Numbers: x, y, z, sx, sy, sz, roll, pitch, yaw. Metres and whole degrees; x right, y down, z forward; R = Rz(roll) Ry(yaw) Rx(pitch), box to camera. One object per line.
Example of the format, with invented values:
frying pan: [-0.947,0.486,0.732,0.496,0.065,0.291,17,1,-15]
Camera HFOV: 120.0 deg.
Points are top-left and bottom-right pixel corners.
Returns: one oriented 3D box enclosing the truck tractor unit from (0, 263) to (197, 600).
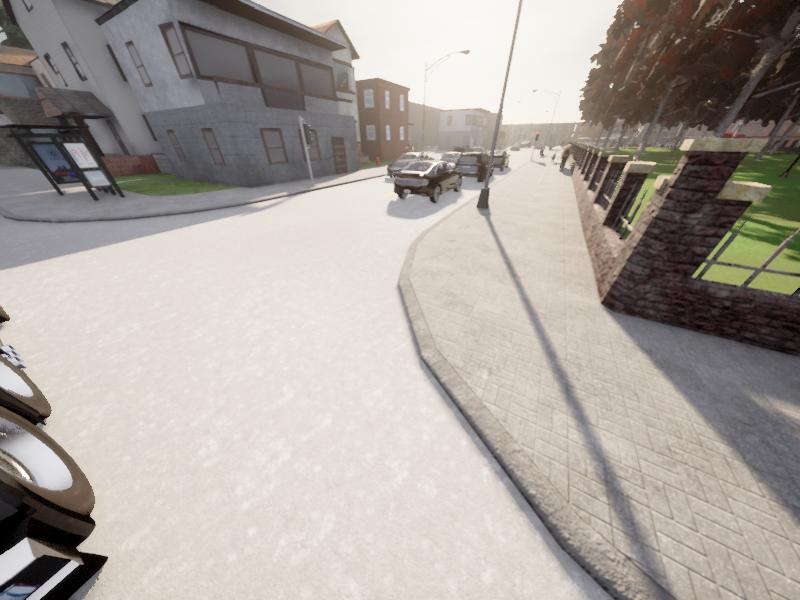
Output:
truck tractor unit: [-5.108,-0.304,0.779,6.516,4.208,3.053,18,39,24]

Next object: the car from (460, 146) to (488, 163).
car: [9.172,-17.870,28.277,1.837,1.490,4.892,18,39,24]

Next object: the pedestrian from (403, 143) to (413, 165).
pedestrian: [0.767,-14.880,23.502,0.751,1.860,0.751,17,39,23]

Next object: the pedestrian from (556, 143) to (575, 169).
pedestrian: [14.064,-12.291,19.684,0.751,1.860,0.751,18,39,25]

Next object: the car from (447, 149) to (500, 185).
car: [5.055,-9.096,15.594,2.033,1.649,4.856,17,38,23]

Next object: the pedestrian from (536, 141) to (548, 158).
pedestrian: [19.118,-20.263,31.092,0.751,1.860,0.751,-30,44,-35]

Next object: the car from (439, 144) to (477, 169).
car: [5.873,-14.432,23.029,1.932,1.855,4.605,20,40,27]

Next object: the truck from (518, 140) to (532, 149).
truck: [35.871,-44.398,66.012,2.390,2.098,6.274,18,39,24]

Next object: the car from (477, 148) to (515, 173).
car: [8.545,-12.434,20.463,2.128,1.511,4.902,16,38,22]

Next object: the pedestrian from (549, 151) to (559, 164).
pedestrian: [15.716,-14.555,23.587,0.500,1.100,0.500,8,36,11]

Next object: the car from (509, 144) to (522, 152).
car: [26.546,-34.886,53.001,1.812,1.442,4.674,18,39,24]

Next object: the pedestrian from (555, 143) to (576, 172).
pedestrian: [12.641,-10.880,17.671,0.751,1.860,0.751,18,39,25]

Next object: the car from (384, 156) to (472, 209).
car: [1.514,-5.763,10.938,2.128,1.511,4.902,18,39,25]

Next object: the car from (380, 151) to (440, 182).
car: [0.875,-9.673,16.559,2.128,1.511,4.902,18,39,24]
